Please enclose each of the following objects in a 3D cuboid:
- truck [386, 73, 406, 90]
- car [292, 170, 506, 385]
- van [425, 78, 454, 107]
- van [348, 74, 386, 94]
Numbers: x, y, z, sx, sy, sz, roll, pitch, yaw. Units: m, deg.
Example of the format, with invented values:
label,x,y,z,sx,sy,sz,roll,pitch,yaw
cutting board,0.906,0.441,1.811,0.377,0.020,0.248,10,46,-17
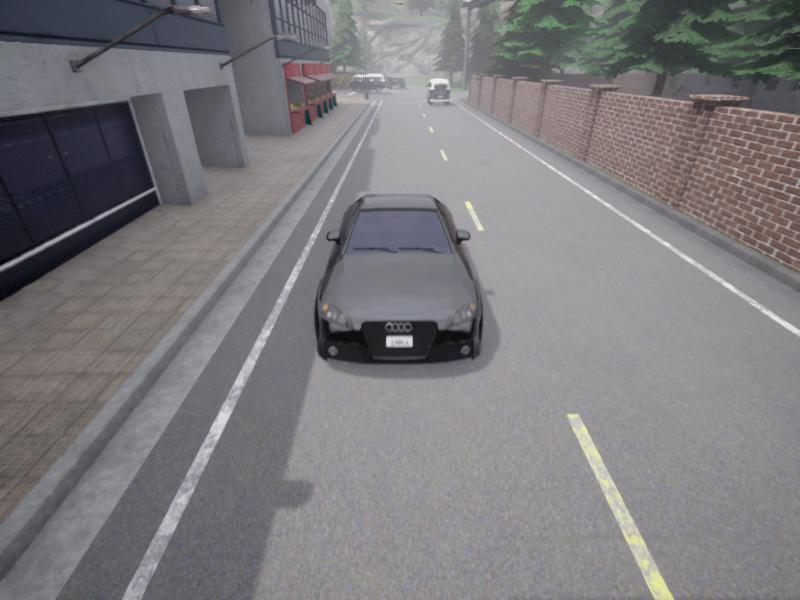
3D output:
label,x,y,z,sx,sy,sz,roll,pitch,yaw
truck,-0.597,-33.372,60.924,2.390,2.098,6.274,-3,30,-6
car,-0.024,-0.726,5.876,1.994,1.385,4.181,0,31,0
van,3.448,-18.709,35.937,2.069,2.038,4.480,0,30,0
van,-3.937,-26.385,48.795,4.480,2.038,2.069,-1,30,-1
